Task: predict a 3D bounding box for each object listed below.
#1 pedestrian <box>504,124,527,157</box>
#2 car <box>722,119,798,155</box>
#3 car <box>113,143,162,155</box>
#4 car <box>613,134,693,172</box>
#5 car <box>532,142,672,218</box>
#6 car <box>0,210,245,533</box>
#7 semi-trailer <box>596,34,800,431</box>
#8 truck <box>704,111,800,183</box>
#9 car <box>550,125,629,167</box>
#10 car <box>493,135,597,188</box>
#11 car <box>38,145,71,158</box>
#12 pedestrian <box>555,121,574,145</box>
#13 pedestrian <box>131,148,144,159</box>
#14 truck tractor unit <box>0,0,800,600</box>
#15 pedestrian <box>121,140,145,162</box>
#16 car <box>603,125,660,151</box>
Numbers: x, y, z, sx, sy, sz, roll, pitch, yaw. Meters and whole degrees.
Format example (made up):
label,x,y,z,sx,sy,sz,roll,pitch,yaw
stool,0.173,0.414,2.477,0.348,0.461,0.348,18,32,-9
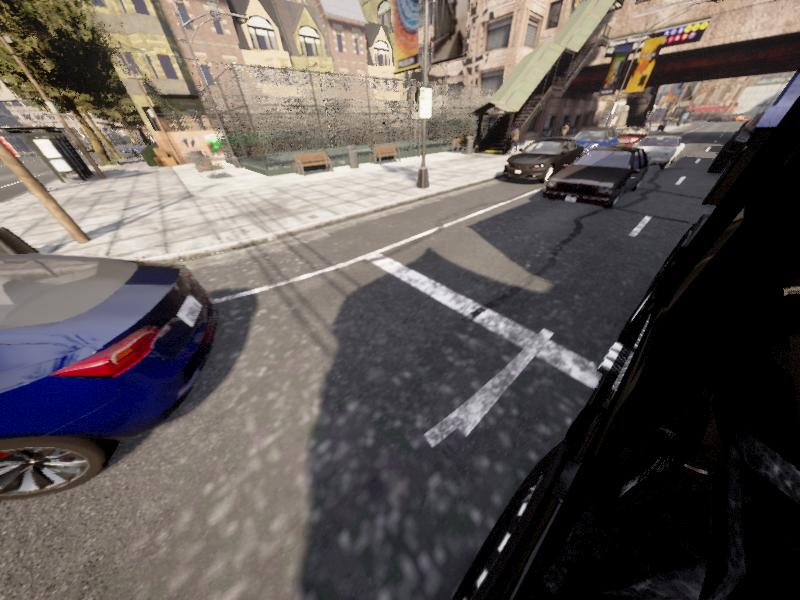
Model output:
label,x,y,z,sx,sy,sz,roll,pitch,yaw
pedestrian,8.150,-11.326,16.394,0.751,1.860,0.751,-23,41,-25
car,23.696,-10.904,15.389,5.238,1.638,1.930,-29,44,-31
car,-46.413,-26.850,40.981,5.357,1.411,2.033,-16,39,-17
car,13.608,-7.983,12.385,4.718,1.301,1.895,-29,44,-31
car,6.959,-4.349,7.857,5.357,1.411,2.033,-29,44,-31
car,-4.256,0.735,1.679,4.792,1.488,2.163,-15,39,-17
semi-trailer,8.765,-3.553,4.169,14.254,4.402,2.717,-27,43,-29
truck,16.332,-7.012,10.261,6.274,2.098,2.390,-29,44,-30
car,11.532,-9.460,14.064,4.553,1.767,2.185,-29,44,-31
car,6.790,-6.625,10.778,5.008,1.535,2.097,-29,44,-31
car,-61.552,-26.556,41.291,2.033,1.649,4.856,-29,45,-31
pedestrian,16.244,-16.553,22.875,0.751,1.860,0.751,-27,43,-28
pedestrian,-32.039,-17.914,28.181,0.500,1.100,0.500,-26,43,-28
truck tractor unit,2.645,-0.295,0.351,6.516,4.208,3.053,-28,44,-30
pedestrian,-28.555,-15.974,24.757,0.751,1.860,0.751,-24,42,-26
car,19.672,-13.829,19.611,4.892,1.521,2.231,-29,44,-31
